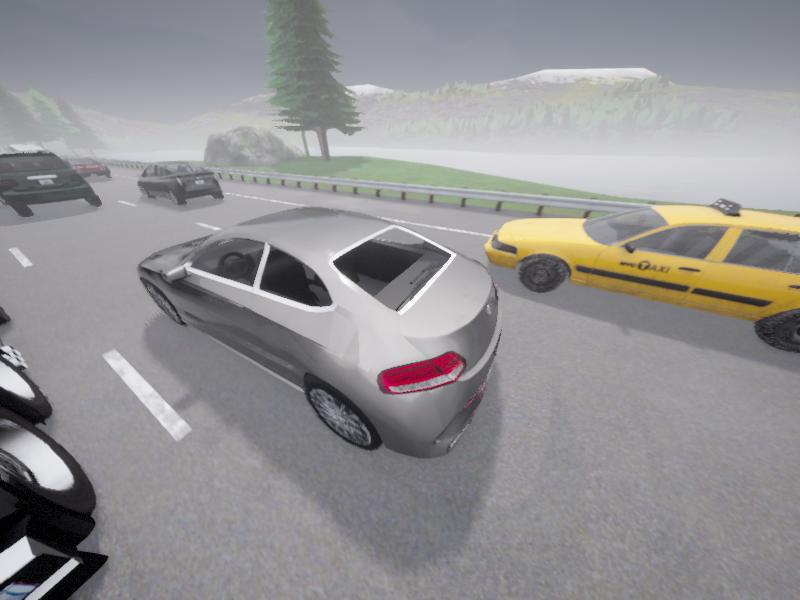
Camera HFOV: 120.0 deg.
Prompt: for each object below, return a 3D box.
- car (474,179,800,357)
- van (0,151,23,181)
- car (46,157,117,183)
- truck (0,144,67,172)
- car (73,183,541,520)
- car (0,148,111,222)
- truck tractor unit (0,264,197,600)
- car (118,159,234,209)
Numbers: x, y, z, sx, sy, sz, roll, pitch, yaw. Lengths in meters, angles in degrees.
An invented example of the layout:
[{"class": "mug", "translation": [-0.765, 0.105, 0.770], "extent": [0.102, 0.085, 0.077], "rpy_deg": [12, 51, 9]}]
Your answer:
[{"class": "car", "translation": [4.252, -0.783, 3.709], "extent": [5.366, 1.575, 1.801], "rpy_deg": [18, 39, 24]}, {"class": "van", "translation": [-30.944, -10.097, 17.060], "extent": [4.480, 2.038, 2.069], "rpy_deg": [18, 39, 24]}, {"class": "car", "translation": [-23.496, -9.679, 17.034], "extent": [4.718, 1.301, 1.895], "rpy_deg": [18, 39, 24]}, {"class": "truck", "translation": [-37.315, -14.496, 23.399], "extent": [6.274, 2.098, 2.390], "rpy_deg": [18, 39, 24]}, {"class": "car", "translation": [-1.312, -0.300, 3.034], "extent": [5.027, 1.651, 2.152], "rpy_deg": [18, 39, 25]}, {"class": "car", "translation": [-15.037, -4.934, 9.471], "extent": [5.566, 2.045, 2.150], "rpy_deg": [18, 39, 24]}, {"class": "truck tractor unit", "translation": [-5.118, -0.292, 0.785], "extent": [6.516, 4.208, 3.053], "rpy_deg": [18, 39, 24]}, {"class": "car", "translation": [-10.278, -5.481, 10.661], "extent": [4.514, 1.525, 2.007], "rpy_deg": [18, 39, 24]}]
